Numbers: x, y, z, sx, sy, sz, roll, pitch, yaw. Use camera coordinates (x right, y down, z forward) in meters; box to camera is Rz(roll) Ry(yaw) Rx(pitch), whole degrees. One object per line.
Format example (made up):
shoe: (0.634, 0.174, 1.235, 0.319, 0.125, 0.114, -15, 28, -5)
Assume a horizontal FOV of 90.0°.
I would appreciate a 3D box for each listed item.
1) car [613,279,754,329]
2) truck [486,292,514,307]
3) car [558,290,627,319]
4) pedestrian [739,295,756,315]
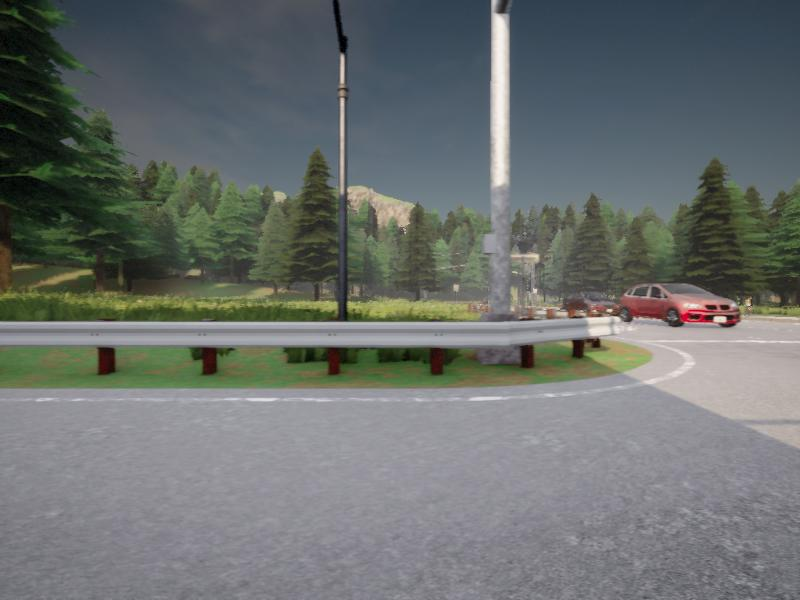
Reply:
car: (10.763, 0.142, 15.778, 2.242, 1.667, 4.611, 0, 0, -1)
truck: (14.001, -0.070, 56.461, 2.390, 2.098, 6.274, 0, 0, 1)
car: (10.612, 0.239, 22.443, 1.816, 1.474, 4.193, 0, 0, -1)
pedestrian: (18.720, 0.261, 21.563, 0.500, 1.100, 0.500, 0, 0, -14)
